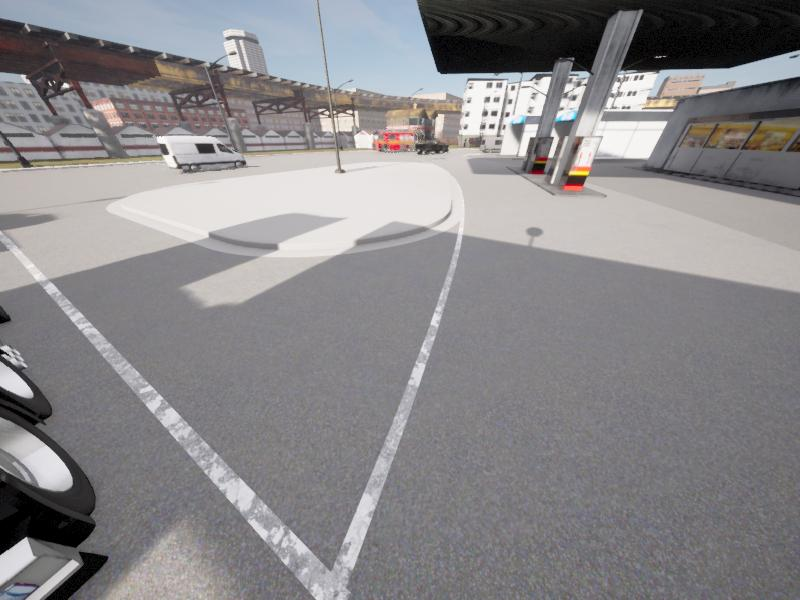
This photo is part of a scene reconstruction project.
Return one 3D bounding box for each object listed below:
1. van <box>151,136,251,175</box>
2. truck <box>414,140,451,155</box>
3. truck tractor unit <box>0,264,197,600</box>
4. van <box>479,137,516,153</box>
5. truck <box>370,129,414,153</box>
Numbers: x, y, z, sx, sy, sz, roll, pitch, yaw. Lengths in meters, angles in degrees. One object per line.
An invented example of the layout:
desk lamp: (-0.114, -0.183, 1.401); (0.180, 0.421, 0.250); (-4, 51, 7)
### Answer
van: (-17.189, -12.968, 20.519); (1.988, 2.561, 5.915); (19, 39, 25)
truck: (5.775, -26.981, 40.849); (6.274, 2.098, 2.390); (-21, 40, -28)
truck tractor unit: (-5.110, -0.301, 0.780); (6.516, 4.208, 3.053); (18, 39, 24)
van: (18.540, -29.637, 44.184); (5.915, 2.561, 1.988); (-5, 35, -7)
truck: (-1.433, -32.118, 46.769); (8.468, 3.827, 2.891); (-20, 39, -26)
